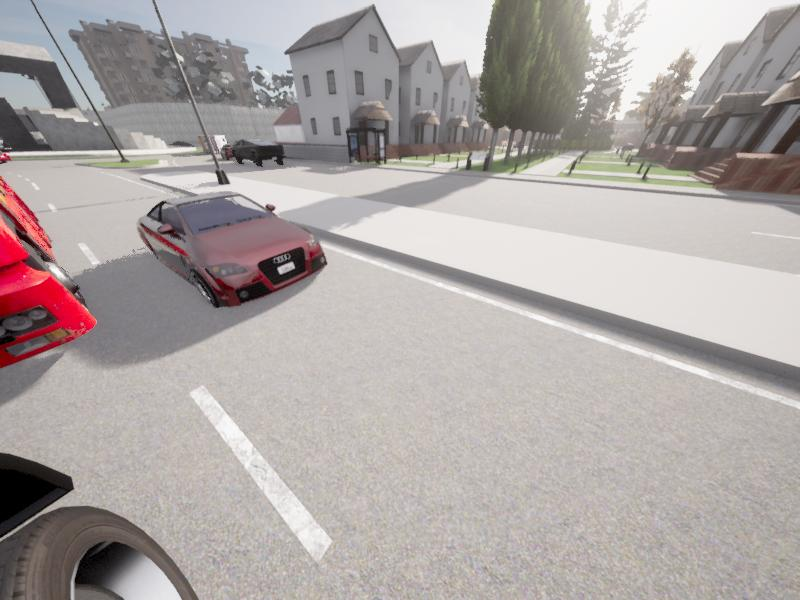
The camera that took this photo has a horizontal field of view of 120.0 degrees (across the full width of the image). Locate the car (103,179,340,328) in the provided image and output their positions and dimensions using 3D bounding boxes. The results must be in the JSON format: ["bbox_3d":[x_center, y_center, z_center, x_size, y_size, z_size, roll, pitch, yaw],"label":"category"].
[{"bbox_3d":[-3.493,-1.326,4.593,4.181,1.385,1.994,22,40,28],"label":"car"}]

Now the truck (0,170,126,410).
[{"bbox_3d":[-7.797,-1.622,2.855,8.468,3.827,2.891,22,41,28],"label":"truck"}]

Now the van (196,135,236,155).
[{"bbox_3d":[-29.368,-25.034,37.204,2.351,2.431,6.366,-7,36,-10],"label":"van"}]

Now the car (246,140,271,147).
[{"bbox_3d":[-37.954,-42.011,62.070,2.038,1.542,4.974,24,41,30],"label":"car"}]

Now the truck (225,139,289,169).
[{"bbox_3d":[-13.578,-14.002,21.915,6.274,2.098,2.390,25,42,31],"label":"truck"}]

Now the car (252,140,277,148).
[{"bbox_3d":[-35.343,-40.697,60.220,2.038,1.542,4.974,24,42,30],"label":"car"}]

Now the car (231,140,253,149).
[{"bbox_3d":[-35.659,-35.141,52.218,5.238,1.638,1.930,25,42,30],"label":"car"}]

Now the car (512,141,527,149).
[{"bbox_3d":[31.665,-41.198,61.338,2.033,1.649,4.856,5,35,6],"label":"car"}]

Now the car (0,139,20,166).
[{"bbox_3d":[-38.680,-12.703,19.923,5.566,2.045,2.150,-14,38,-20],"label":"car"}]

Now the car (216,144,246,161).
[{"bbox_3d":[-20.155,-17.582,27.502,1.816,1.474,4.193,-26,43,-32],"label":"car"}]
